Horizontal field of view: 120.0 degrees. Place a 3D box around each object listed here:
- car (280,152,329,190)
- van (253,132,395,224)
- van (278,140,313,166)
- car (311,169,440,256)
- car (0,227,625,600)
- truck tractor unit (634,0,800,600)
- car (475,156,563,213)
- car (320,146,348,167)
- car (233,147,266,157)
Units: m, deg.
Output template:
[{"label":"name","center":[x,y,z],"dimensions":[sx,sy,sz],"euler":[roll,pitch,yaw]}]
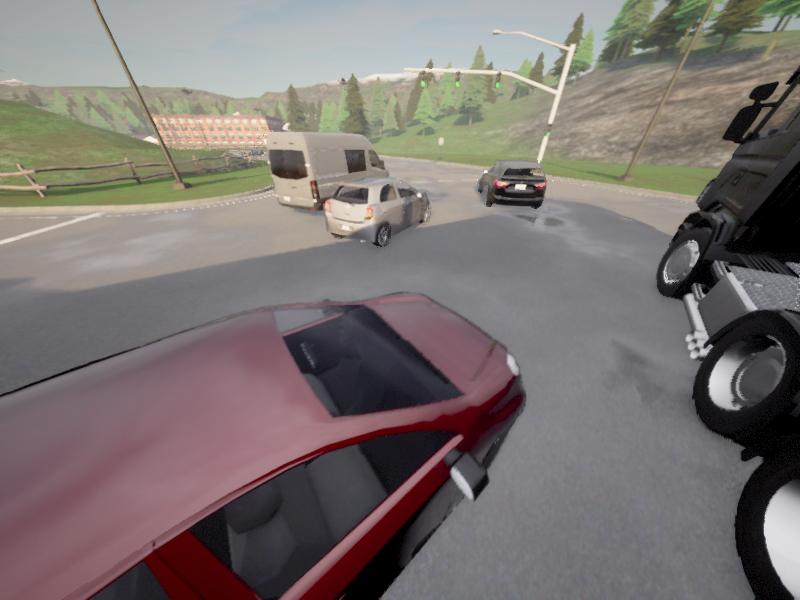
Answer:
[{"label":"car","center":[-5.974,-8.630,15.204],"dimensions":[1.930,1.638,5.238],"euler":[-5,35,-9]},{"label":"van","center":[-2.415,-5.434,9.755],"dimensions":[1.988,2.561,5.915],"euler":[15,37,20]},{"label":"van","center":[-12.917,-18.063,28.256],"dimensions":[2.351,2.431,6.366],"euler":[-18,39,-25]},{"label":"car","center":[-0.430,-2.860,6.896],"dimensions":[1.845,1.501,3.633],"euler":[19,39,25]},{"label":"car","center":[-0.650,0.849,1.487],"dimensions":[3.633,1.501,1.845],"euler":[-24,42,-30]},{"label":"truck tractor unit","center":[4.615,-0.623,1.252],"dimensions":[3.053,4.208,6.516],"euler":[24,41,30]},{"label":"car","center":[5.001,-5.497,10.622],"dimensions":[2.242,1.667,4.611],"euler":[6,35,8]},{"label":"car","center":[-7.677,-16.665,26.697],"dimensions":[1.905,1.878,3.866],"euler":[-16,38,-23]},{"label":"car","center":[-28.622,-28.185,43.914],"dimensions":[5.357,1.411,2.033],"euler":[13,36,18]}]
